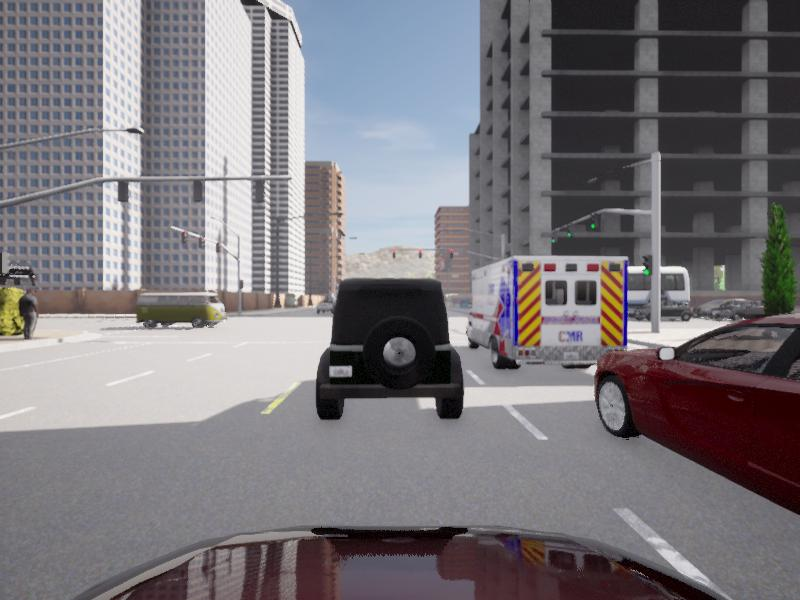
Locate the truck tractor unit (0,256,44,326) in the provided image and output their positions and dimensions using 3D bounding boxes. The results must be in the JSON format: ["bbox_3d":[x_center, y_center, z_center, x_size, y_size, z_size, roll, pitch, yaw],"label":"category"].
[{"bbox_3d":[-27.324,-0.536,25.565,6.516,4.208,3.053,0,0,1],"label":"truck tractor unit"}]

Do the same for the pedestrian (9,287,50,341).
[{"bbox_3d":[-13.168,0.476,14.233,0.751,1.860,0.751,0,0,11],"label":"pedestrian"}]

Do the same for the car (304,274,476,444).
[{"bbox_3d":[-0.157,0.643,6.375,1.905,1.878,3.866,0,0,-2],"label":"car"}]

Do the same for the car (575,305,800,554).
[{"bbox_3d":[3.422,0.821,3.072,1.882,1.535,5.008,0,0,-1],"label":"car"}]

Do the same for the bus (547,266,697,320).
[{"bbox_3d":[18.010,-0.553,33.063,10.273,4.253,3.944,0,0,-1],"label":"bus"}]

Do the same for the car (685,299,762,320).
[{"bbox_3d":[26.870,0.738,33.351,4.611,1.667,2.242,0,0,-1],"label":"car"}]

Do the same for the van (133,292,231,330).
[{"bbox_3d":[-11.938,0.586,22.122,4.442,1.987,1.775,0,0,-1],"label":"van"}]

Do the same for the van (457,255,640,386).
[{"bbox_3d":[3.229,0.372,10.623,2.351,2.431,6.366,0,0,-2],"label":"van"}]

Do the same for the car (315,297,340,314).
[{"bbox_3d":[-8.316,0.626,46.420,1.932,1.855,4.605,0,0,1],"label":"car"}]

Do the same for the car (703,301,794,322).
[{"bbox_3d":[25.877,0.820,29.830,4.902,1.511,2.128,0,0,-1],"label":"car"}]

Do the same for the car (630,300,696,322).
[{"bbox_3d":[19.451,0.799,29.711,3.705,1.549,1.789,0,0,-1],"label":"car"}]
